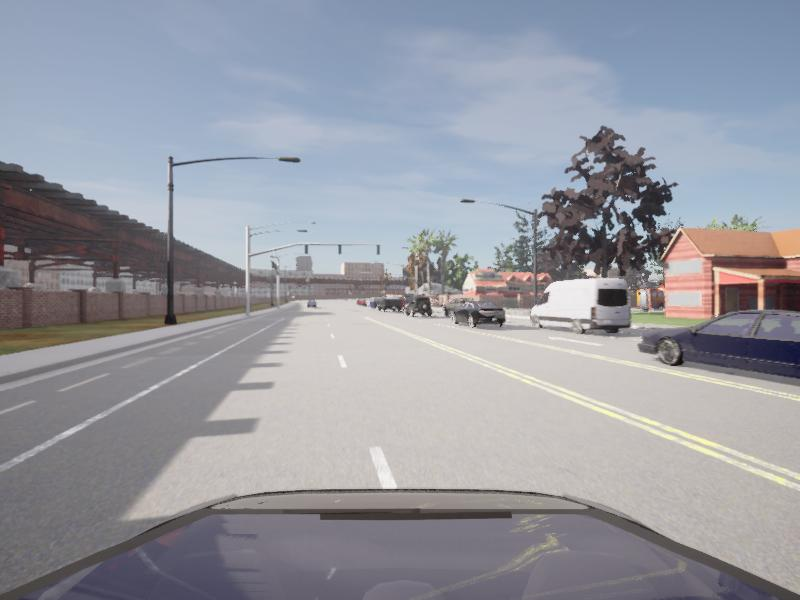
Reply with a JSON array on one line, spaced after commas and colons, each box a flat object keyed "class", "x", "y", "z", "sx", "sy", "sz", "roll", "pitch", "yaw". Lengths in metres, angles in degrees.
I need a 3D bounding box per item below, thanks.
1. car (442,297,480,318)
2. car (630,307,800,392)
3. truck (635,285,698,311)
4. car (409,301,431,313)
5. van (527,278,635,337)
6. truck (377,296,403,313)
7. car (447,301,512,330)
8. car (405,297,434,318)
[{"class": "car", "x": 5.544, "y": 0.660, "z": 36.928, "sx": 1.932, "sy": 1.855, "sz": 4.605, "roll": 0, "pitch": 0, "yaw": -12}, {"class": "car", "x": 7.698, "y": 0.897, "z": 8.195, "sx": 2.033, "sy": 1.411, "sz": 5.357, "roll": 0, "pitch": 0, "yaw": -14}, {"class": "truck", "x": 40.292, "y": -0.307, "z": 60.608, "sx": 8.468, "sy": 3.827, "sz": 2.891, "roll": 0, "pitch": 0, "yaw": -13}, {"class": "car", "x": 2.540, "y": 0.853, "z": 51.671, "sx": 1.970, "sy": 1.475, "sz": 3.806, "roll": 0, "pitch": 0, "yaw": -12}, {"class": "van", "x": 8.854, "y": 0.328, "z": 20.423, "sx": 1.988, "sy": 2.561, "sz": 5.915, "roll": 0, "pitch": 0, "yaw": -11}, {"class": "truck", "x": -1.401, "y": 0.542, "z": 53.467, "sx": 2.390, "sy": 2.098, "sz": 6.274, "roll": 0, "pitch": 0, "yaw": -12}, {"class": "car", "x": 4.610, "y": 0.843, "z": 24.085, "sx": 2.128, "sy": 1.511, "sz": 4.902, "roll": 0, "pitch": 0, "yaw": -12}, {"class": "car", "x": 1.771, "y": 0.654, "z": 37.973, "sx": 1.905, "sy": 1.878, "sz": 3.866, "roll": 0, "pitch": 0, "yaw": -12}]
